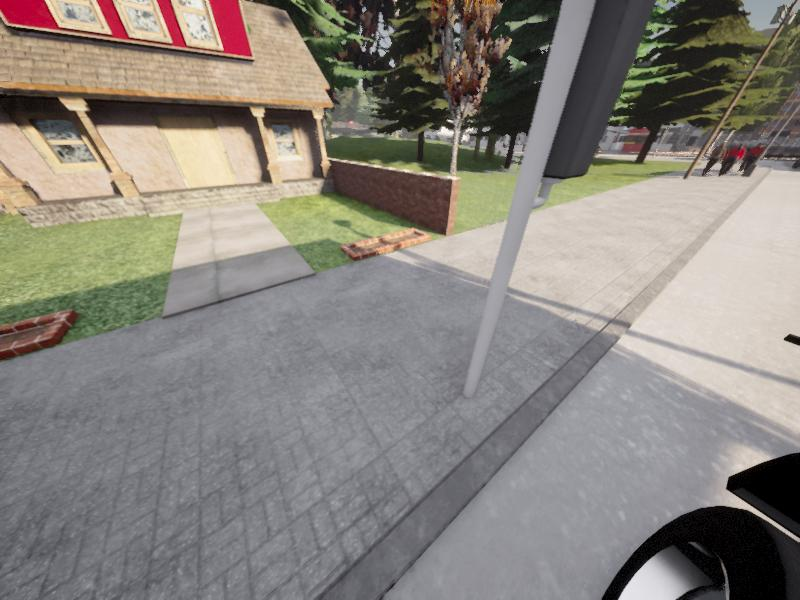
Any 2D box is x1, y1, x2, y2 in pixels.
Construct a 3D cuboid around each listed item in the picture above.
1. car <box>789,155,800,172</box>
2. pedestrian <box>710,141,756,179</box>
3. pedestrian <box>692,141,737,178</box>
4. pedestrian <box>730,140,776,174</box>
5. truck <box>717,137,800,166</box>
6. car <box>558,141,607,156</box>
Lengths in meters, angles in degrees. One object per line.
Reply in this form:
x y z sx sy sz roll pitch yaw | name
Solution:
32.253 -10.673 17.565 4.193 1.474 1.816 -28 44 -33 | car
19.856 -8.374 13.828 0.751 1.860 0.751 -26 43 -32 | pedestrian
19.169 -8.574 14.117 0.751 1.860 0.751 -21 40 -27 | pedestrian
23.734 -9.629 15.585 0.751 1.860 0.751 -14 37 -19 | pedestrian
36.378 -14.442 22.347 2.390 2.098 6.274 -22 40 -28 | truck
26.608 -22.242 33.900 2.152 1.651 5.027 -22 41 -28 | car
